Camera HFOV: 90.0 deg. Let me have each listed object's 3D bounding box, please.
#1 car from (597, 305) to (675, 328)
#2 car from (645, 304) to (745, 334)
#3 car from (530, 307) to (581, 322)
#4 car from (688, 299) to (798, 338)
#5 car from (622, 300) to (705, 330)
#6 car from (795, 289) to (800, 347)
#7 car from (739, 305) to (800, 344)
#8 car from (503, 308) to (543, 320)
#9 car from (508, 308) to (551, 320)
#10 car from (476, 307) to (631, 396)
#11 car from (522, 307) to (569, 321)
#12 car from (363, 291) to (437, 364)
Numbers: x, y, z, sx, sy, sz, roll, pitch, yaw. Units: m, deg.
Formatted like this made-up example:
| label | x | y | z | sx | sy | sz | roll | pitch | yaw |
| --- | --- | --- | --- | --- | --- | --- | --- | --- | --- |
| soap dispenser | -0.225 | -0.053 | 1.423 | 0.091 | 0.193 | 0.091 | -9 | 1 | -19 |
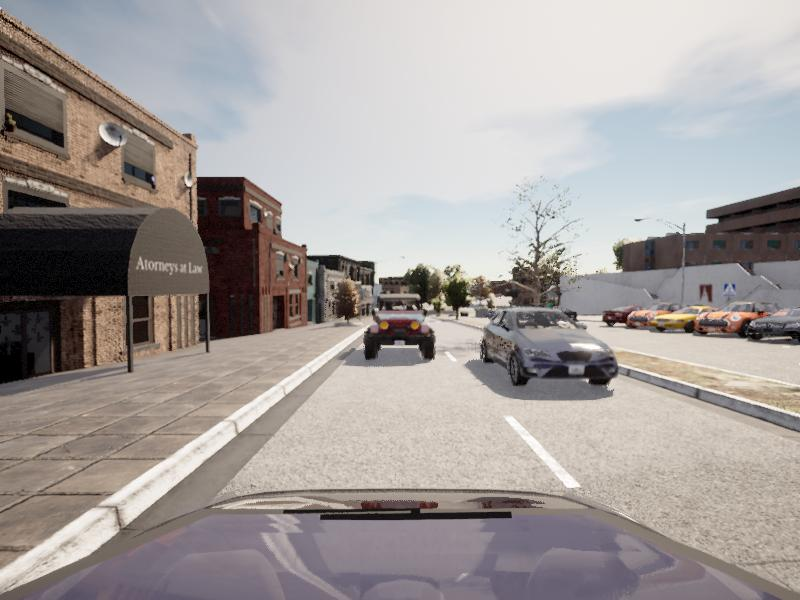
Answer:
| label | x | y | z | sx | sy | sz | roll | pitch | yaw |
| --- | --- | --- | --- | --- | --- | --- | --- | --- | --- |
| car | 16.940 | 1.153 | 28.751 | 5.008 | 1.535 | 2.097 | 1 | -2 | -20 |
| car | 16.776 | 1.035 | 22.729 | 5.366 | 1.575 | 1.946 | 1 | -1 | -20 |
| car | 16.949 | 1.533 | 43.618 | 5.008 | 1.535 | 2.097 | 1 | -2 | -20 |
| car | 16.980 | 0.872 | 19.835 | 4.553 | 1.767 | 2.185 | 1 | -1 | -20 |
| car | 16.981 | 0.970 | 25.786 | 4.553 | 1.767 | 2.185 | 1 | -1 | -20 |
| car | 16.927 | 0.670 | 13.859 | 5.566 | 2.045 | 2.435 | 1 | 0 | -20 |
| car | 16.952 | 0.995 | 16.848 | 4.674 | 1.452 | 2.002 | 1 | -1 | -20 |
| car | 17.033 | 1.921 | 55.446 | 4.892 | 1.521 | 2.231 | 2 | -2 | -18 |
| car | 16.978 | 1.821 | 52.489 | 4.892 | 1.521 | 2.231 | 2 | -2 | -19 |
| car | 2.994 | 0.903 | 8.871 | 1.816 | 1.474 | 4.193 | 0 | 0 | 0 |
| car | 16.952 | 1.625 | 46.579 | 5.008 | 1.535 | 2.097 | 1 | -2 | -20 |
| car | -0.010 | 0.725 | 12.234 | 1.905 | 1.878 | 3.866 | 0 | -1 | 0 |
